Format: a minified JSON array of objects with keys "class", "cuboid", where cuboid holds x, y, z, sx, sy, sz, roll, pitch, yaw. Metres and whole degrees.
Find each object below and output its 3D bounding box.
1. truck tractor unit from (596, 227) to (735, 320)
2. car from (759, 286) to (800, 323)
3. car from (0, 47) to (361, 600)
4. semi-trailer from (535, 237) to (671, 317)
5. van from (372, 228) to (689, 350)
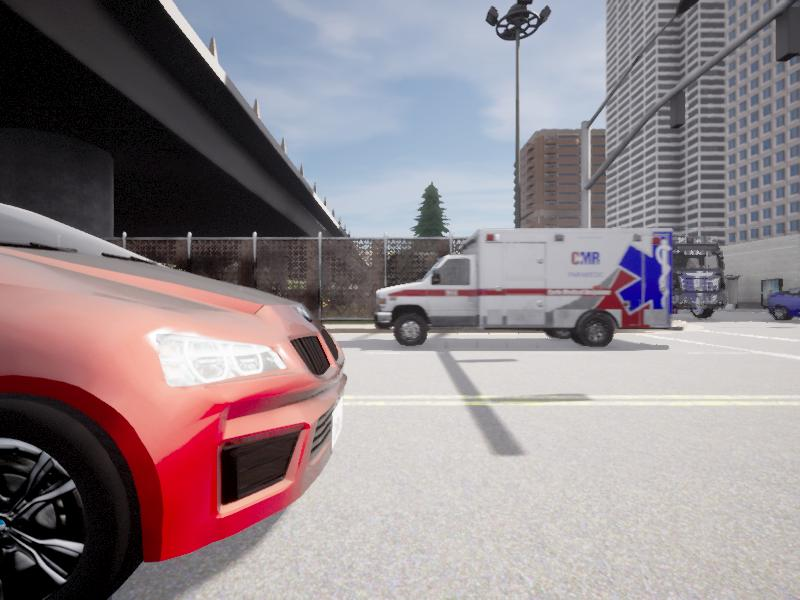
[{"class":"truck tractor unit","cuboid":[13.558,-1.175,21.273,3.053,4.208,6.516,0,0,0]},{"class":"car","cuboid":[17.318,0.177,15.855,2.007,1.525,4.514,0,0,-3]},{"class":"car","cuboid":[-2.621,0.156,2.179,4.611,1.667,2.242,0,0,0]},{"class":"semi-trailer","cuboid":[13.580,-1.283,29.184,2.717,4.402,14.254,0,0,0]},{"class":"van","cuboid":[2.616,-0.222,9.201,6.366,2.431,2.351,0,0,0]}]
